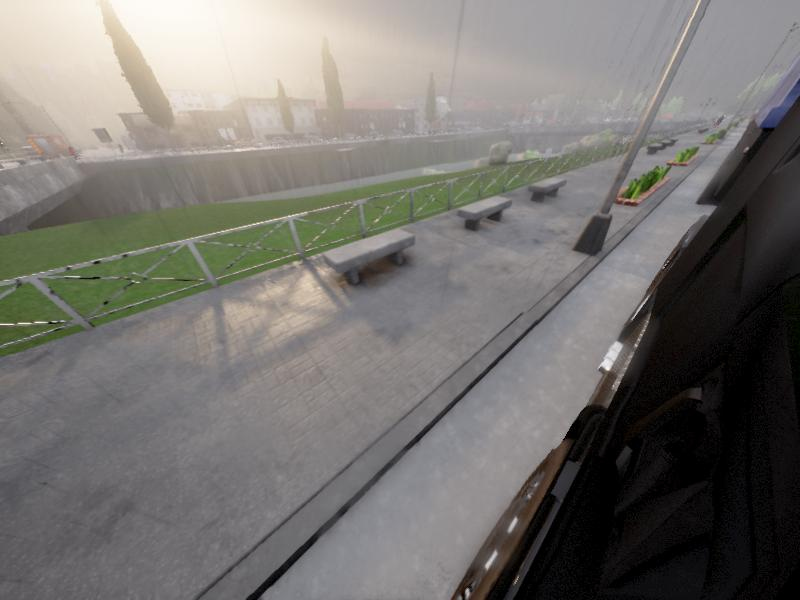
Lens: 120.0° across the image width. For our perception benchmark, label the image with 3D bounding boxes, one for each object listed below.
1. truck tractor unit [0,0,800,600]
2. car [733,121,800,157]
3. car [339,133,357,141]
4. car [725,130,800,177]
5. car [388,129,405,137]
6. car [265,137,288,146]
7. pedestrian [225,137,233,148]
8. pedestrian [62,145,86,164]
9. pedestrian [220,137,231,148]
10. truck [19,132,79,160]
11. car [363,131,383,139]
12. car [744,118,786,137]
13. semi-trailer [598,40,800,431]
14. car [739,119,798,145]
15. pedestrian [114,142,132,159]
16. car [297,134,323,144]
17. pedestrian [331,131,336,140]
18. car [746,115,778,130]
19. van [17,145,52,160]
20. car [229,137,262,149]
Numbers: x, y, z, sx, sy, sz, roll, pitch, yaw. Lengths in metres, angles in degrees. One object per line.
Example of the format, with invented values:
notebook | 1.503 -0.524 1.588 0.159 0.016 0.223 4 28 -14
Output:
truck tractor unit | 2.645 -0.295 0.351 6.516 4.208 3.053 -28 44 -30
car | 23.266 -10.194 14.541 4.514 1.525 2.007 -28 44 -30
car | -13.328 -41.980 59.431 3.806 1.475 1.970 -28 44 -30
car | 16.960 -6.764 10.487 4.181 1.385 1.994 -28 44 -30
car | -1.016 -48.624 67.394 4.856 1.649 2.033 -28 44 -30
car | -26.982 -34.690 50.546 3.806 1.475 1.970 -28 44 -30
pedestrian | -35.375 -32.648 47.811 0.751 1.860 0.751 -21 40 -23
pedestrian | -40.122 -17.967 28.480 0.751 1.860 0.751 -29 44 -30
pedestrian | -35.781 -32.338 47.422 0.751 1.860 0.751 11 39 18
truck | -62.250 -27.626 41.368 2.891 3.827 8.468 -28 44 -30
car | -7.376 -45.224 63.254 5.238 1.638 1.930 -28 44 -30
car | 38.596 -18.351 24.524 4.193 1.474 1.816 -28 44 -30
semi-trailer | 8.693 -3.606 4.237 14.254 4.402 2.717 -28 44 -30
car | 30.494 -14.049 19.240 4.514 1.525 2.007 -28 44 -30
pedestrian | -38.375 -20.684 32.004 0.751 1.860 0.751 -31 45 -33
car | -21.076 -37.913 54.344 5.238 1.638 1.930 -28 44 -30
pedestrian | -18.027 -44.596 62.717 0.751 1.860 0.751 -24 42 -26
car | 53.307 -26.226 34.071 5.008 1.535 1.882 -28 44 -30
van | -69.492 -28.150 44.030 2.069 2.038 4.480 -28 44 -30
car | -31.665 -32.248 47.455 5.027 1.651 2.152 -28 44 -30
